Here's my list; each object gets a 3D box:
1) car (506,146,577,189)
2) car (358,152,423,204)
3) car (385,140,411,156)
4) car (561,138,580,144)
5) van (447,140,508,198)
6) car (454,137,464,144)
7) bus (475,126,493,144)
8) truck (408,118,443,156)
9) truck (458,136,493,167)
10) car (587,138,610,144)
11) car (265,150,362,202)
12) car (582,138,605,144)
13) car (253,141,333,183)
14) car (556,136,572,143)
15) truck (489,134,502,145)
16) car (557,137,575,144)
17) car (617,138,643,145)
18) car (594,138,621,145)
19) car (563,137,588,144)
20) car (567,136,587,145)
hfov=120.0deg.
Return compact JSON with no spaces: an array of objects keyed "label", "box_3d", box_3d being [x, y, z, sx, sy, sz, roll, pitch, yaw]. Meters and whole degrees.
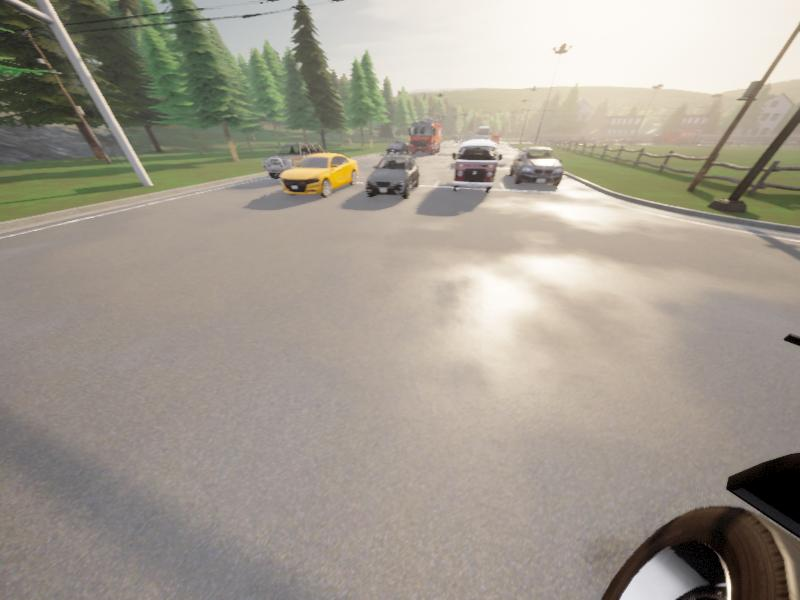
[{"label":"car","box_3d":[7.820,-7.831,13.369,2.242,1.667,4.611,9,37,12]},{"label":"car","box_3d":[-0.212,-5.750,10.600,1.816,1.474,4.193,8,36,10]},{"label":"car","box_3d":[-0.207,-20.922,31.628,2.152,1.651,5.027,10,37,13]},{"label":"car","box_3d":[53.224,-49.806,72.270,4.193,1.474,1.816,10,37,13]},{"label":"van","box_3d":[3.640,-6.630,11.365,2.069,2.038,4.480,8,36,11]},{"label":"car","box_3d":[18.522,-49.930,72.404,2.152,1.651,5.027,10,37,13]},{"label":"bus","box_3d":[25.484,-50.177,70.276,3.944,4.253,10.273,10,37,13]},{"label":"truck","box_3d":[3.692,-22.284,31.655,2.891,3.827,8.468,10,37,13]},{"label":"truck","box_3d":[7.174,-14.210,21.893,2.390,2.098,6.274,10,37,13]},{"label":"car","box_3d":[60.553,-48.533,70.535,4.792,1.488,2.163,10,37,13]},{"label":"car","box_3d":[-3.660,-6.135,11.066,1.882,1.535,5.008,8,36,10]},{"label":"car","box_3d":[61.303,-50.553,73.304,5.008,1.535,1.882,10,37,13]},{"label":"car","box_3d":[-6.275,-8.731,14.386,1.932,1.855,4.605,9,36,11]},{"label":"car","box_3d":[55.095,-53.892,77.645,3.866,1.878,1.905,10,37,13]},{"label":"truck","box_3d":[27.269,-46.077,66.101,2.627,2.467,5.204,10,37,13]},{"label":"car","box_3d":[53.946,-51.828,75.053,3.988,1.617,1.851,10,37,13]},{"label":"car","box_3d":[68.301,-47.213,68.680,5.008,1.535,1.882,10,37,13]},{"label":"car","box_3d":[60.629,-46.420,67.534,5.366,1.575,1.801,10,37,13]},{"label":"car","box_3d":[52.655,-47.843,69.396,5.238,1.638,1.930,10,37,13]},{"label":"car","box_3d":[51.117,-46.078,66.731,3.866,1.878,1.905,10,37,13]}]
